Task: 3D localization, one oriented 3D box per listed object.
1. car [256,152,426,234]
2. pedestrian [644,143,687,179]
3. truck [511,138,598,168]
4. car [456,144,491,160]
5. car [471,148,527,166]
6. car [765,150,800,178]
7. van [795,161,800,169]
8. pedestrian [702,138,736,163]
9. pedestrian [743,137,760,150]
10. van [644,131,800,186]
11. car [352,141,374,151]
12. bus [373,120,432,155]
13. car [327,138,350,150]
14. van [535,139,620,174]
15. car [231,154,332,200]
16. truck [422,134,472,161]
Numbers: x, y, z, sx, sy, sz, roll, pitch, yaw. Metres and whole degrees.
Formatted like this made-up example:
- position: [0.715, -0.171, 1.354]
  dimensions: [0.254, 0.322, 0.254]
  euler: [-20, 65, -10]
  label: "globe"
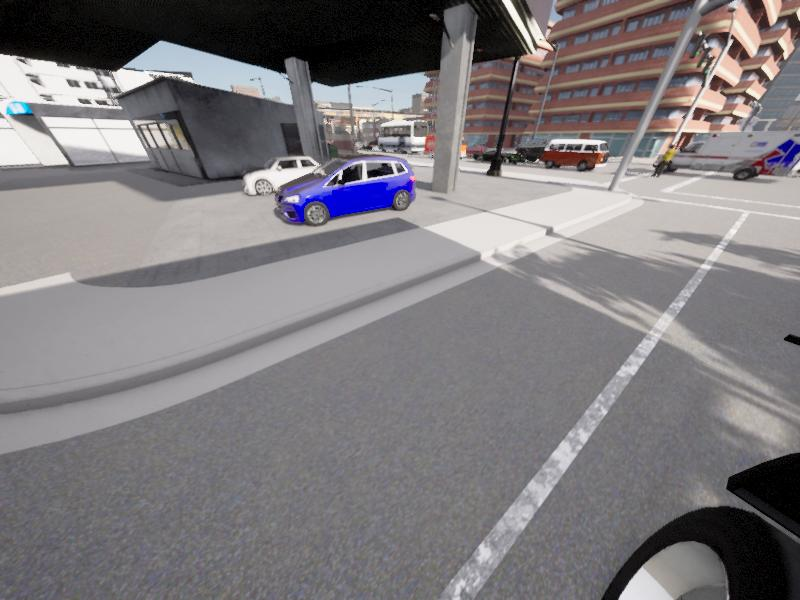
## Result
- position: [-1.705, -3.768, 7.613]
  dimensions: [4.611, 1.667, 2.242]
  euler: [-22, 41, -28]
  label: "car"
- position: [16.509, -8.660, 14.417]
  dimensions: [0.751, 1.860, 0.751]
  euler: [1, 35, 2]
  label: "pedestrian"
- position: [14.443, -14.257, 22.207]
  dimensions: [2.390, 2.098, 6.274]
  euler: [-23, 41, -28]
  label: "truck"
- position: [9.033, -18.459, 28.701]
  dimensions: [1.845, 1.501, 3.633]
  euler: [-23, 41, -29]
  label: "car"
- position: [9.725, -14.377, 23.108]
  dimensions: [1.895, 1.301, 4.718]
  euler: [-23, 41, -29]
  label: "car"
- position: [27.680, -9.244, 15.633]
  dimensions: [4.181, 1.385, 1.994]
  euler: [-15, 38, -20]
  label: "car"
- position: [35.152, -11.984, 18.884]
  dimensions: [4.480, 2.038, 2.069]
  euler: [-22, 41, -28]
  label: "van"
- position: [29.235, -13.707, 21.219]
  dimensions: [0.751, 1.860, 0.751]
  euler: [5, 36, 8]
  label: "pedestrian"
- position: [59.706, -26.580, 39.256]
  dimensions: [0.751, 1.860, 0.751]
  euler: [-24, 41, -29]
  label: "pedestrian"
- position: [20.797, -9.202, 14.705]
  dimensions: [2.351, 2.431, 6.366]
  euler: [-18, 39, -23]
  label: "van"
- position: [-7.670, -31.699, 47.605]
  dimensions: [2.038, 1.542, 4.974]
  euler: [-23, 41, -29]
  label: "car"
- position: [0.067, -26.543, 37.871]
  dimensions: [3.944, 4.253, 10.273]
  euler: [-23, 41, -28]
  label: "bus"
- position: [-14.278, -36.297, 53.676]
  dimensions: [5.566, 2.045, 2.150]
  euler: [29, 45, 35]
  label: "car"
- position: [13.750, -11.449, 18.279]
  dimensions: [2.069, 2.038, 4.480]
  euler: [-23, 41, -29]
  label: "van"
- position: [-5.623, -6.083, 11.204]
  dimensions: [3.806, 1.475, 1.970]
  euler: [-22, 41, -28]
  label: "car"
- position: [5.437, -18.251, 27.615]
  dimensions: [2.627, 2.467, 5.204]
  euler: [-23, 41, -28]
  label: "truck"
